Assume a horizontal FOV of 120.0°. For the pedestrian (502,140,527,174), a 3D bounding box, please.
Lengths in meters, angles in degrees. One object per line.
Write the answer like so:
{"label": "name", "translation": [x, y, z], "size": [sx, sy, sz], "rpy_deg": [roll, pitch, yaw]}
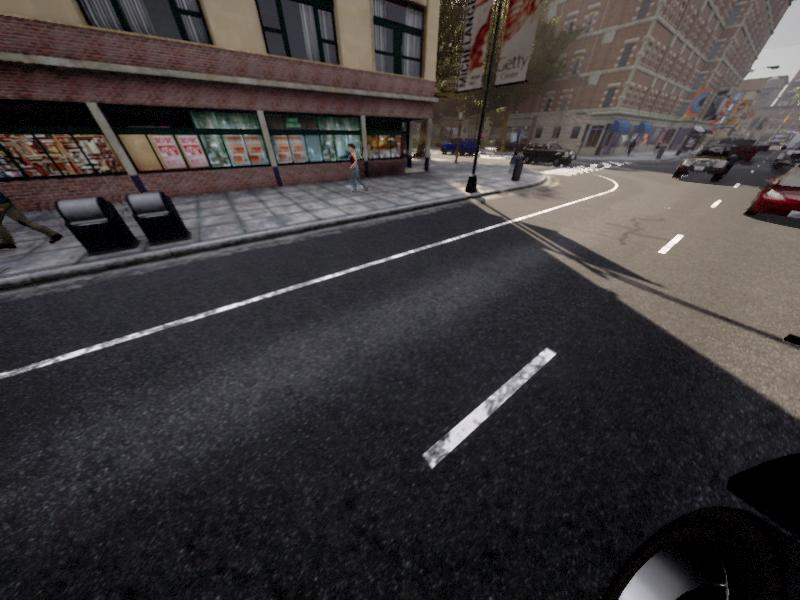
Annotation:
{"label": "pedestrian", "translation": [7.467, -9.379, 15.168], "size": [0.751, 1.860, 0.751], "rpy_deg": [-23, 41, -28]}

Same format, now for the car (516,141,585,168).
{"label": "car", "translation": [13.715, -13.624, 21.431], "size": [1.932, 1.855, 4.605], "rpy_deg": [-20, 40, -26]}

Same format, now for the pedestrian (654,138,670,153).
{"label": "pedestrian", "translation": [39.037, -23.036, 34.404], "size": [0.751, 1.860, 0.751], "rpy_deg": [-23, 42, -29]}

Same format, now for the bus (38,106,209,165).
{"label": "bus", "translation": [-27.495, -17.256, 24.416], "size": [10.273, 4.253, 3.944], "rpy_deg": [-23, 41, -29]}

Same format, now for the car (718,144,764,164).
{"label": "car", "translation": [36.012, -15.475, 24.362], "size": [5.008, 1.535, 1.882], "rpy_deg": [-22, 41, -28]}

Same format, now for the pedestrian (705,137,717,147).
{"label": "pedestrian", "translation": [71.430, -36.242, 53.007], "size": [0.751, 1.860, 0.751], "rpy_deg": [-23, 42, -29]}

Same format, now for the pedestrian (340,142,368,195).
{"label": "pedestrian", "translation": [-1.926, -5.596, 9.839], "size": [0.751, 1.860, 0.751], "rpy_deg": [-18, 39, -24]}

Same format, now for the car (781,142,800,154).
{"label": "car", "translation": [61.733, -23.675, 36.002], "size": [4.674, 1.442, 1.812], "rpy_deg": [-23, 41, -29]}

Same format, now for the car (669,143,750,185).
{"label": "car", "translation": [19.210, -8.577, 14.346], "size": [4.605, 1.855, 1.932], "rpy_deg": [-23, 42, -28]}

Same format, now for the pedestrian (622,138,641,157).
{"label": "pedestrian", "translation": [27.634, -18.180, 27.565], "size": [0.751, 1.860, 0.751], "rpy_deg": [-26, 43, -32]}

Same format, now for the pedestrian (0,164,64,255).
{"label": "pedestrian", "translation": [-8.449, -2.005, 4.784], "size": [0.751, 1.860, 0.751], "rpy_deg": [-23, 42, -29]}

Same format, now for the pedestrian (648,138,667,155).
{"label": "pedestrian", "translation": [34.216, -20.413, 30.711], "size": [0.751, 1.860, 0.751], "rpy_deg": [-20, 40, -26]}

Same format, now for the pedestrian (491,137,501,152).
{"label": "pedestrian", "translation": [14.928, -24.235, 36.045], "size": [0.751, 1.860, 0.751], "rpy_deg": [-25, 43, -31]}

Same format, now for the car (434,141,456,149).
{"label": "car", "translation": [9.942, -34.180, 50.786], "size": [4.718, 1.301, 1.895], "rpy_deg": [-23, 41, -29]}

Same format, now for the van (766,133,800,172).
{"label": "van", "translation": [33.164, -12.132, 18.895], "size": [6.366, 2.431, 2.351], "rpy_deg": [-23, 41, -29]}

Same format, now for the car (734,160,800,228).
{"label": "car", "translation": [13.877, -3.683, 7.811], "size": [4.792, 1.488, 2.163], "rpy_deg": [-23, 41, -29]}

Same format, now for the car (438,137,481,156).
{"label": "car", "translation": [8.184, -21.563, 32.425], "size": [2.150, 2.045, 5.566], "rpy_deg": [-23, 42, -29]}
